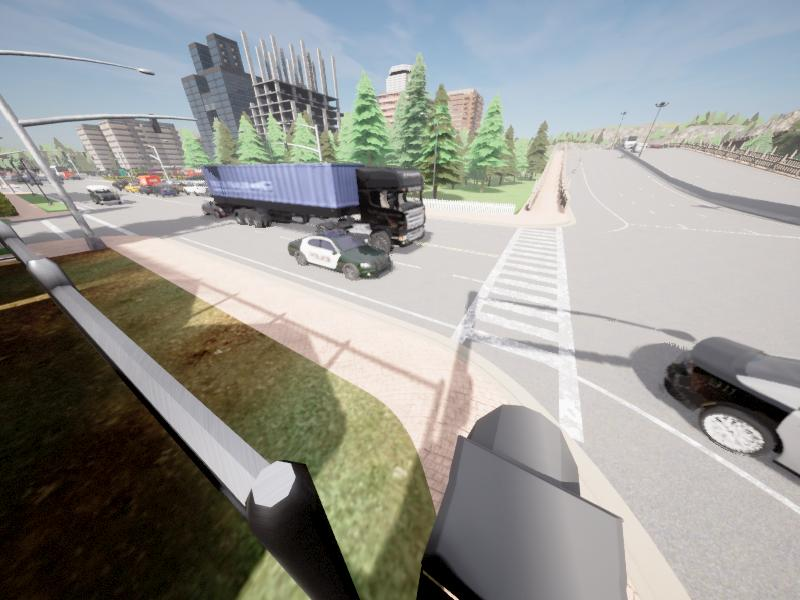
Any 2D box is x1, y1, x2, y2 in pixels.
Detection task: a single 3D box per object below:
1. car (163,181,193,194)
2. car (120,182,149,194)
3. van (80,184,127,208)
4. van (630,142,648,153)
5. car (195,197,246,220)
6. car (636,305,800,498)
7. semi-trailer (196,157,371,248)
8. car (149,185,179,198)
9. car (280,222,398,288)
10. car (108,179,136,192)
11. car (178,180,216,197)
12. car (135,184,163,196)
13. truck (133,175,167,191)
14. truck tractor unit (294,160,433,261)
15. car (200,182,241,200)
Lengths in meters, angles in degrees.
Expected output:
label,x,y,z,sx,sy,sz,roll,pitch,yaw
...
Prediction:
label,x,y,z,sx,sy,sz,roll,pitch,yaw
car,-38.129,-19.391,39.713,4.605,1.855,1.932,17,34,27
car,-47.118,-19.966,41.007,5.366,1.575,1.801,17,34,27
van,-35.260,-12.428,27.476,4.480,2.038,2.069,18,35,26
van,76.993,-49.316,74.605,2.351,2.431,6.366,16,40,26
car,-16.366,-8.405,21.086,3.806,1.475,1.970,17,34,27
car,6.764,2.193,2.566,1.930,1.638,5.238,-12,32,-22
semi-trailer,-8.670,-7.359,16.335,14.254,4.402,2.717,17,34,27
car,-35.779,-16.477,34.990,3.705,1.549,1.789,17,34,27
car,-2.726,-2.219,10.319,4.974,1.542,2.038,17,34,27
car,-53.123,-21.938,44.124,4.605,1.855,1.932,17,34,27
car,-31.949,-17.567,36.387,5.566,2.045,2.150,17,34,27
car,-41.167,-18.094,37.870,4.193,1.474,1.816,17,34,27
truck,-49.132,-23.022,45.411,5.204,2.467,2.627,17,34,27
truck tractor unit,-1.938,-5.198,12.784,6.516,4.208,3.053,17,34,27
car,-25.721,-15.660,33.083,5.566,2.045,2.150,17,34,27
